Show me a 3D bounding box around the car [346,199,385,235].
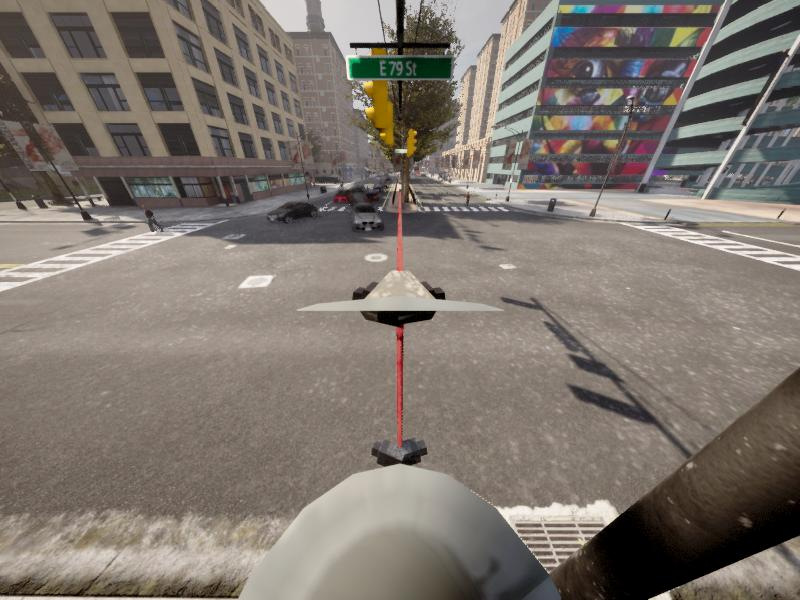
[{"bbox_3d":[-2.685,-6.339,17.313,2.242,1.667,4.611,-8,31,-12],"label":"car"}]

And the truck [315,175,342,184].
[{"bbox_3d":[-19.277,-32.692,62.532,6.274,2.098,2.390,0,30,0],"label":"truck"}]

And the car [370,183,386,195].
[{"bbox_3d":[-3.684,-19.087,39.554,2.128,1.511,4.902,0,30,0],"label":"car"}]

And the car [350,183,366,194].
[{"bbox_3d":[-7.190,-19.390,40.096,1.837,1.490,4.892,0,30,0],"label":"car"}]

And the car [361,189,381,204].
[{"bbox_3d":[-3.713,-13.740,30.436,1.994,1.385,4.181,0,30,0],"label":"car"}]

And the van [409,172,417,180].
[{"bbox_3d":[4.451,-43.489,80.903,2.351,2.431,6.366,0,30,0],"label":"van"}]

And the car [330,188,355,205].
[{"bbox_3d":[-7.236,-13.403,29.694,2.007,1.525,4.514,0,30,0],"label":"car"}]

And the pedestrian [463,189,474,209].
[{"bbox_3d":[7.349,-10.875,24.935,0.751,1.860,0.751,3,30,5],"label":"pedestrian"}]

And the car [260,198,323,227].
[{"bbox_3d":[-8.978,-7.548,19.635,1.812,1.442,4.674,12,32,20],"label":"car"}]

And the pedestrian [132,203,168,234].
[{"bbox_3d":[-16.995,-5.566,15.736,0.751,1.860,0.751,1,30,1],"label":"pedestrian"}]

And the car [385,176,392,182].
[{"bbox_3d":[-3.583,-37.583,71.706,2.033,1.411,5.357,0,30,0],"label":"car"}]
